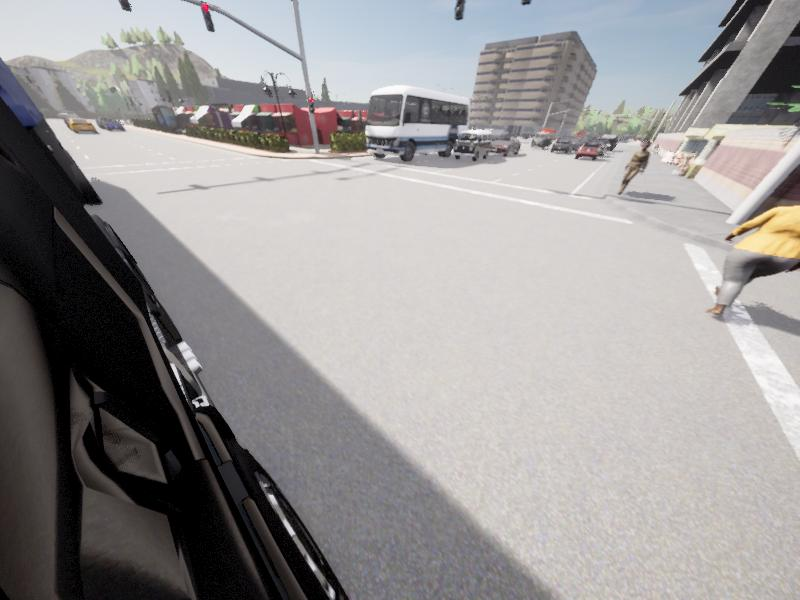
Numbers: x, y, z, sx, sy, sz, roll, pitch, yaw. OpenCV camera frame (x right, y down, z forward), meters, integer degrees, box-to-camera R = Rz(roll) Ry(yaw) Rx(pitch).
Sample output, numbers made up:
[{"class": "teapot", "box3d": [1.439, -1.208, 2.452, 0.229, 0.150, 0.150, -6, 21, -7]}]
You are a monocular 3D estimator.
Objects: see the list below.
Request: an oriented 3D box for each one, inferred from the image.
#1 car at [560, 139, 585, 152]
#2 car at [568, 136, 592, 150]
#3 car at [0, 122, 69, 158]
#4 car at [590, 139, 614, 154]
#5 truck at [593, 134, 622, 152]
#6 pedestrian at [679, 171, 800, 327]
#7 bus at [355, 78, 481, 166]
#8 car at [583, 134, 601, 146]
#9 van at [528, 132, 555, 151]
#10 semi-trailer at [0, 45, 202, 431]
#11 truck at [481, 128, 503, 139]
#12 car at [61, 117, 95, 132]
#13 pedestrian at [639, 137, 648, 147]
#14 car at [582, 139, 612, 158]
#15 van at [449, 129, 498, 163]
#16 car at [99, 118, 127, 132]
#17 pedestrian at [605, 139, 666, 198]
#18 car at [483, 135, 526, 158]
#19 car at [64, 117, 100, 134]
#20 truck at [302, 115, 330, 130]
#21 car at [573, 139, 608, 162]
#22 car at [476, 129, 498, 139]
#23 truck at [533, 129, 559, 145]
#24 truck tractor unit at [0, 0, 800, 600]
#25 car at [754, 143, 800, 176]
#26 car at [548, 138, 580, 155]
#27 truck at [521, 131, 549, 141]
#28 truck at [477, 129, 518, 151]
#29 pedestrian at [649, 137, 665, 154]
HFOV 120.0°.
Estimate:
[{"class": "car", "box3d": [24.847, -22.313, 33.265, 1.994, 1.385, 4.181, 28, 44, 30]}, {"class": "car", "box3d": [29.445, -25.649, 37.715, 2.152, 1.651, 5.027, 28, 44, 29]}, {"class": "car", "box3d": [-23.001, -10.020, 14.359, 4.792, 1.488, 2.163, 28, 44, 30]}, {"class": "car", "box3d": [27.715, -21.084, 31.650, 1.789, 1.549, 3.705, 28, 44, 29]}, {"class": "truck", "box3d": [32.657, -24.775, 36.348, 2.390, 2.098, 6.274, 28, 44, 29]}, {"class": "pedestrian", "box3d": [5.150, -0.670, 3.232, 0.751, 1.860, 0.751, -28, 47, -34]}, {"class": "bus", "box3d": [1.862, -13.767, 18.309, 3.944, 4.253, 10.273, 28, 44, 30]}, {"class": "car", "box3d": [39.192, -32.703, 47.157, 1.932, 1.855, 4.605, 28, 44, 29]}, {"class": "van", "box3d": [20.152, -22.563, 32.819, 1.775, 1.987, 4.442, 28, 44, 29]}, {"class": "semi-trailer", "box3d": [-8.714, -3.590, 4.217, 14.254, 4.402, 2.717, 28, 44, 30]}, {"class": "truck", "box3d": [23.624, -42.972, 59.712, 4.478, 2.038, 2.069, 28, 44, 30]}, {"class": "car", "box3d": [-45.531, -24.821, 32.626, 4.792, 1.488, 2.163, 28, 44, 30]}, {"class": "pedestrian", "box3d": [57.444, -37.256, 54.454, 0.751, 1.860, 0.751, 31, 46, 32]}, {"class": "car", "box3d": [23.407, -18.049, 27.419, 1.882, 1.535, 5.008, 28, 44, 30]}, {"class": "van", "box3d": [6.129, -12.755, 19.047, 2.069, 2.038, 4.480, 24, 42, 26]}, {"class": "car", "box3d": [-42.915, -26.172, 34.561, 4.193, 1.474, 1.816, 28, 44, 30]}, {"class": "pedestrian", "box3d": [9.040, -5.074, 8.932, 0.751, 1.860, 0.751, -23, 44, -29]}, {"class": "car", "box3d": [10.808, -15.842, 23.730, 2.152, 1.651, 5.027, 28, 44, 29]}, {"class": "car", "box3d": [-40.367, -22.110, 29.291, 5.008, 1.535, 1.882, 28, 44, 29]}, {"class": "truck", "box3d": [-28.655, -60.828, 79.143, 2.891, 3.827, 8.468, 29, 45, 31]}, {"class": "car", "box3d": [19.216, -15.119, 23.259, 1.851, 1.617, 3.988, 28, 44, 29]}, {"class": "car", "box3d": [21.816, -41.578, 57.928, 4.605, 1.855, 1.932, 28, 44, 30]}, {"class": "truck", "box3d": [29.032, -32.321, 45.793, 2.627, 2.467, 5.204, 28, 44, 29]}, {"class": "truck tractor unit", "box3d": [-2.645, -0.295, 0.351, 6.516, 4.208, 3.053, 28, 44, 30]}, {"class": "car", "box3d": [30.818, -11.101, 18.152, 1.905, 1.878, 3.866, 28, 44, 30]}, {"class": "car", "box3d": [20.751, -19.486, 29.184, 2.128, 1.511, 4.902, 28, 44, 29]}, {"class": "truck", "box3d": [39.591, -48.263, 67.816, 6.274, 2.098, 2.390, 28, 44, 30]}, {"class": "truck", "box3d": [12.562, -20.579, 29.684, 2.390, 2.098, 6.274, 28, 44, 29]}, {"class": "pedestrian", "box3d": [35.476, -21.363, 31.913, 0.751, 1.860, 0.751, 28, 44, 30]}]
